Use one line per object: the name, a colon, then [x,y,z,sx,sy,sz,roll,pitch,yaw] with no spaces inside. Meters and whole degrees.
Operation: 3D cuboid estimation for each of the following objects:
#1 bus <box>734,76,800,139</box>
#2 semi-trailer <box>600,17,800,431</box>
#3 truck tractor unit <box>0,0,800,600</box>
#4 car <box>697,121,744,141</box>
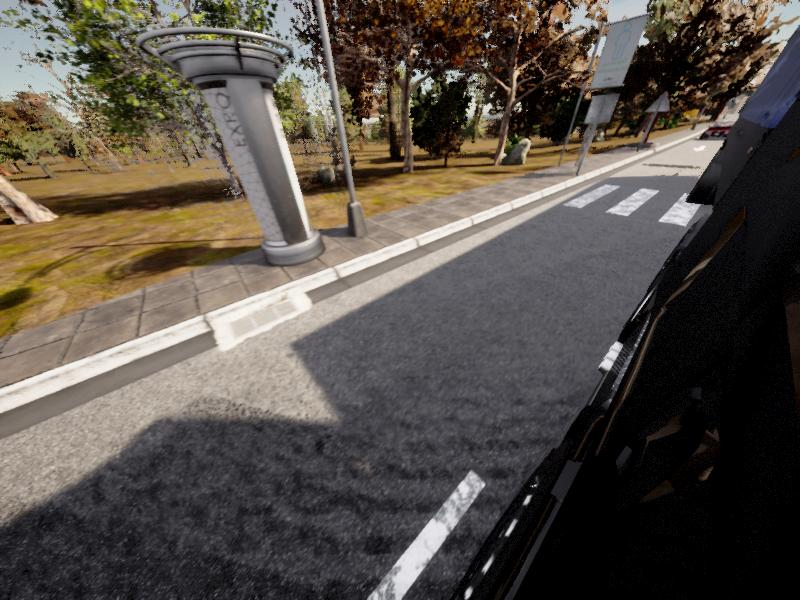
bus: [37.689,-18.667,22.518,10.273,4.253,3.944,-28,44,-29]
semi-trailer: [8.576,-3.690,4.337,14.254,4.402,2.717,-30,44,-31]
truck tractor unit: [2.645,-0.295,0.352,6.516,4.208,3.053,-28,44,-30]
car: [30.631,-16.175,22.098,4.181,1.385,1.994,-28,44,-29]
